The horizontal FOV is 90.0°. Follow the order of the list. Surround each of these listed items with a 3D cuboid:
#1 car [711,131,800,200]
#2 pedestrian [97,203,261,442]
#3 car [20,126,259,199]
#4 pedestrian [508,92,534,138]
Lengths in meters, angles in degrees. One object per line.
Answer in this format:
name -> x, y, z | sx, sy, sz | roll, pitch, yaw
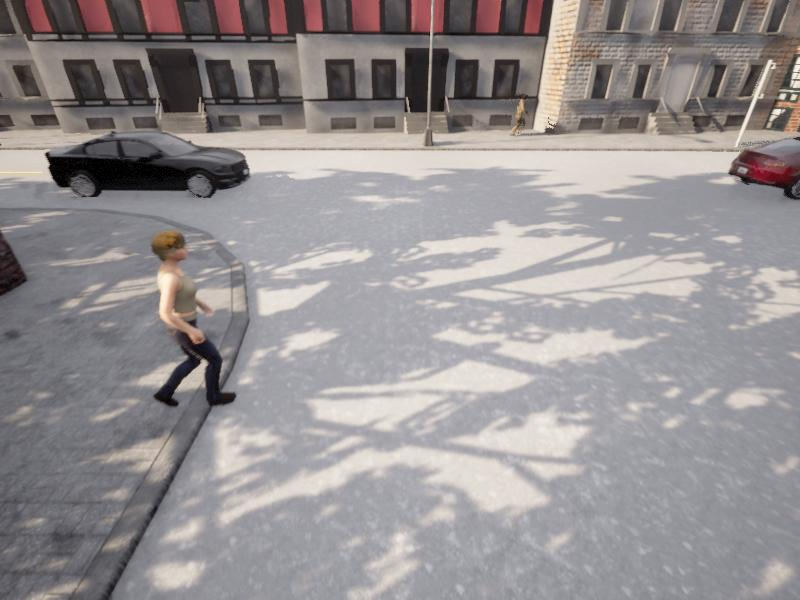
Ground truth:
car -> 11.663, -3.671, 10.830 | 4.674, 1.442, 1.812 | 0, 30, 0
pedestrian -> -1.881, 0.210, 3.559 | 0.751, 1.860, 0.751 | -18, 35, -27
car -> -6.779, -3.800, 10.956 | 5.008, 1.535, 1.882 | 0, 30, 0
pedestrian -> 5.579, -8.573, 18.535 | 0.751, 1.860, 0.751 | 3, 31, 5
